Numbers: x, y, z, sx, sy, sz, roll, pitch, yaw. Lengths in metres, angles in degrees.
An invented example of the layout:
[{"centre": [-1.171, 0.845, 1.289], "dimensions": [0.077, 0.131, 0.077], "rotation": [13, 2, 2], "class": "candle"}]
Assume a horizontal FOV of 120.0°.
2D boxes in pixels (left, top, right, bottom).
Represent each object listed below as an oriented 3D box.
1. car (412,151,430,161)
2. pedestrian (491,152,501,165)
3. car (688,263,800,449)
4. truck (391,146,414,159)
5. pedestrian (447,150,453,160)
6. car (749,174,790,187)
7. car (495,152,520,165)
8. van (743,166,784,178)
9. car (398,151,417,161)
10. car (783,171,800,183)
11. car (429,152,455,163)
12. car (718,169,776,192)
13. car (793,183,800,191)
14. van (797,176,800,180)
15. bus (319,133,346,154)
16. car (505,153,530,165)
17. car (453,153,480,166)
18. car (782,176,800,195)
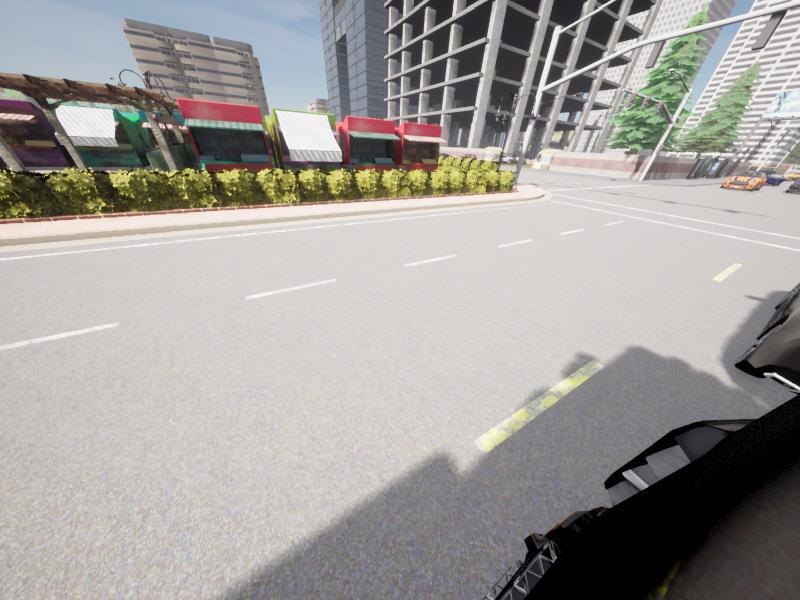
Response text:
[{"centre": [4.331, -29.869, 47.774], "dimensions": [1.789, 1.549, 3.705], "rotation": [-16, 38, -26], "class": "car"}, {"centre": [16.285, -23.987, 39.245], "dimensions": [0.751, 1.860, 0.751], "rotation": [-22, 41, -32], "class": "pedestrian"}, {"centre": [6.041, 0.330, 2.555], "dimensions": [4.902, 1.511, 2.128], "rotation": [-15, 38, -25], "class": "car"}, {"centre": [0.512, -33.957, 53.143], "dimensions": [2.390, 2.098, 6.274], "rotation": [-16, 38, -26], "class": "truck"}, {"centre": [10.496, -30.305, 48.316], "dimensions": [0.751, 1.860, 0.751], "rotation": [-15, 38, -25], "class": "pedestrian"}, {"centre": [47.219, -15.299, 29.490], "dimensions": [4.718, 1.301, 1.895], "rotation": [-15, 38, -25], "class": "car"}, {"centre": [21.122, -27.828, 45.456], "dimensions": [1.905, 1.878, 3.866], "rotation": [-15, 38, -25], "class": "car"}, {"centre": [82.490, -29.152, 52.469], "dimensions": [1.775, 1.987, 4.442], "rotation": [-15, 38, -25], "class": "van"}, {"centre": [1.416, -28.812, 46.123], "dimensions": [1.994, 1.385, 4.181], "rotation": [-16, 38, -26], "class": "car"}, {"centre": [70.333, -21.730, 40.753], "dimensions": [5.008, 1.535, 1.882], "rotation": [-15, 38, -25], "class": "car"}, {"centre": [7.666, -26.493, 42.963], "dimensions": [1.882, 1.535, 5.008], "rotation": [-16, 38, -26], "class": "car"}, {"centre": [35.162, -12.201, 23.436], "dimensions": [4.553, 1.767, 2.097], "rotation": [-15, 38, -25], "class": "car"}, {"centre": [46.194, -12.881, 25.589], "dimensions": [4.892, 1.490, 1.837], "rotation": [-15, 38, -25], "class": "car"}, {"centre": [86.420, -25.329, 46.478], "dimensions": [1.988, 2.561, 5.915], "rotation": [-15, 38, -25], "class": "van"}, {"centre": [-18.189, -42.155, 62.084], "dimensions": [3.944, 4.253, 10.273], "rotation": [-16, 38, -26], "class": "bus"}, {"centre": [23.685, -28.532, 46.716], "dimensions": [1.905, 1.878, 3.866], "rotation": [-15, 38, -25], "class": "car"}, {"centre": [10.931, -23.239, 38.250], "dimensions": [1.851, 1.617, 3.988], "rotation": [-16, 38, -26], "class": "car"}, {"centre": [39.909, -11.158, 22.505], "dimensions": [4.892, 1.490, 1.837], "rotation": [-15, 38, -25], "class": "car"}]
